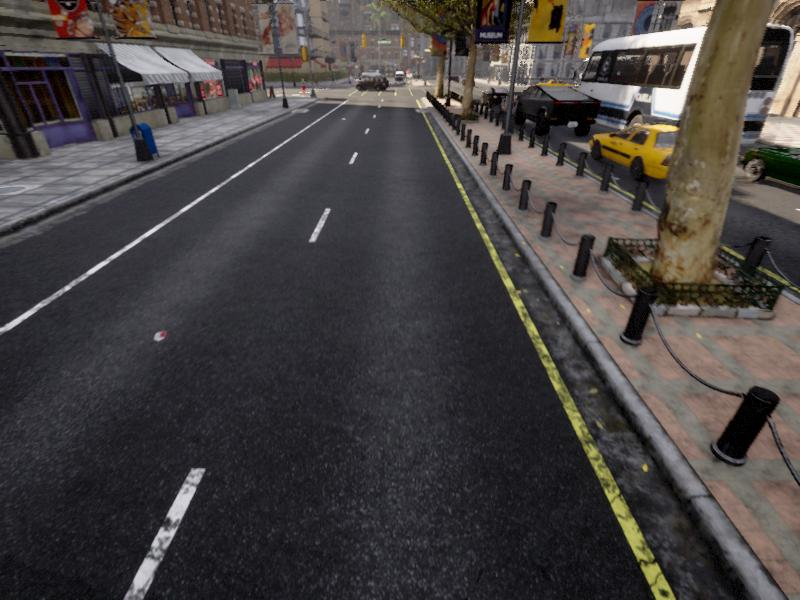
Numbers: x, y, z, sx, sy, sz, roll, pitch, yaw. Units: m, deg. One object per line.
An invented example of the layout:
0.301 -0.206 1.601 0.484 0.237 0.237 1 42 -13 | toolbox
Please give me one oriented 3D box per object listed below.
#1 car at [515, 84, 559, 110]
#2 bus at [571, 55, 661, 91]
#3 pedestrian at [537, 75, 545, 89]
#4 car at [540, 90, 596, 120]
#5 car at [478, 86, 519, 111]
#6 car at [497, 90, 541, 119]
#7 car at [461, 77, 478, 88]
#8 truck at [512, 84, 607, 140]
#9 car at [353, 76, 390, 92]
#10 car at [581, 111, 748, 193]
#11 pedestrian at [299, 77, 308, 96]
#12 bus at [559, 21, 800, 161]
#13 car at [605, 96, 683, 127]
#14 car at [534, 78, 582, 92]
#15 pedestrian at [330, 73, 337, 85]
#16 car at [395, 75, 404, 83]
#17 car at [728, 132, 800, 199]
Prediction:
11.482 -17.276 33.891 2.033 1.649 4.856 0 30 0 | car
31.328 -33.305 58.659 10.273 4.253 3.944 -1 30 0 | bus
21.269 -32.873 60.256 0.751 1.860 0.751 4 31 7 | pedestrian
11.484 -13.616 27.772 1.837 1.490 4.892 0 30 0 | car
7.979 -16.636 32.914 2.128 1.511 4.902 0 30 0 | car
7.984 -13.341 27.267 1.845 1.501 3.633 0 30 0 | car
11.459 -36.045 66.208 1.994 1.385 4.181 0 30 0 | car
7.987 -9.990 20.980 2.390 2.098 6.274 0 30 0 | truck
-3.862 -29.641 54.761 4.605 1.855 1.932 11 32 18 | car
7.993 -4.978 12.929 1.801 1.575 5.366 0 30 0 | car
-11.228 -24.862 46.571 0.751 1.860 0.751 -1 30 -2 | pedestrian
11.357 -9.565 18.122 3.944 4.253 10.273 0 30 0 | bus
14.734 -11.608 24.528 1.895 1.301 4.718 0 30 0 | car
21.031 -28.684 53.424 5.366 1.575 1.801 1 30 1 | car
-11.417 -37.853 68.460 0.751 1.860 0.751 15 33 24 | pedestrian
-0.051 -44.932 81.315 1.812 1.442 4.674 0 30 0 | car
11.494 -3.388 10.497 1.895 1.301 4.718 0 30 0 | car
